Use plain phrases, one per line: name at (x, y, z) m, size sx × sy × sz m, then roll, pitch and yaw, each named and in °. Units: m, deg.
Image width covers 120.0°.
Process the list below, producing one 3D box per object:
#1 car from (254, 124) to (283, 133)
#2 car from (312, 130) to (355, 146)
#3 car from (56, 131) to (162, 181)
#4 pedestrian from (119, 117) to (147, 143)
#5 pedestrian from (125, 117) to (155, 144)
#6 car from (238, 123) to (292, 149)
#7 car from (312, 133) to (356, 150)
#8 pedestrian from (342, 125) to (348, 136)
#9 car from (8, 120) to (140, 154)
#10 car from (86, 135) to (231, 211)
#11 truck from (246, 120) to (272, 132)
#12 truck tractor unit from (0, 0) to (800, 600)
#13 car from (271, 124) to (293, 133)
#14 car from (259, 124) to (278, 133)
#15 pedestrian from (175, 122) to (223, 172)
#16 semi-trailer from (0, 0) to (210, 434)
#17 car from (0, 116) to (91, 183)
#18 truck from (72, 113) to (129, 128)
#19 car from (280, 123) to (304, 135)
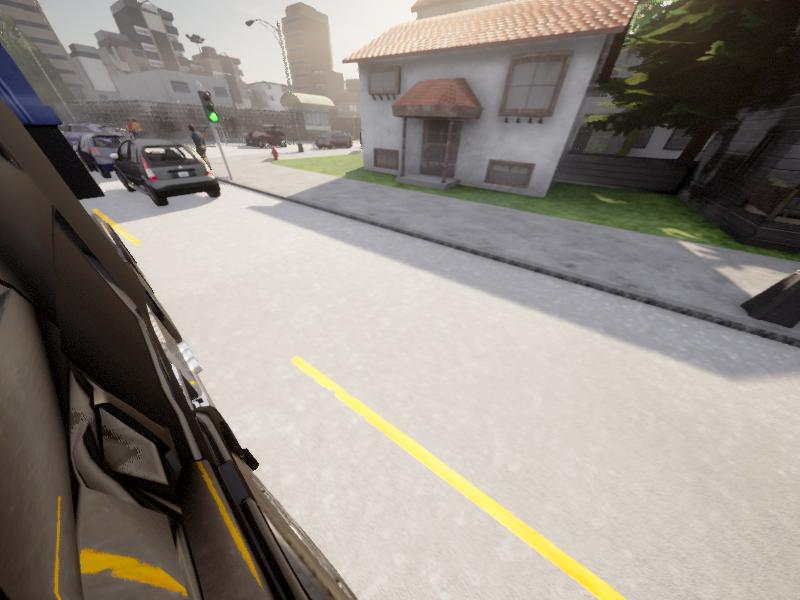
car at (-30.333, -39.568, 53.279) m, size 2.033 × 1.415 × 5.357 m, roll 24°, pitch 42°, yaw 26°
car at (-8.250, -20.383, 29.055) m, size 2.128 × 1.511 × 4.902 m, roll 24°, pitch 42°, yaw 26°
car at (-12.879, -6.510, 10.274) m, size 3.633 × 1.501 × 1.845 m, roll 24°, pitch 42°, yaw 26°
pedestrian at (-23.881, -15.178, 20.668) m, size 0.751 × 1.860 × 0.751 m, roll 21°, pitch 41°, yaw 23°
pedestrian at (-22.591, -14.724, 20.139) m, size 0.751 × 1.860 × 0.751 m, roll 9°, pitch 37°, yaw 9°
car at (-13.251, -16.288, 22.985) m, size 1.905 × 1.878 × 3.866 m, roll 24°, pitch 41°, yaw 26°
car at (-7.003, -17.101, 24.874) m, size 1.994 × 1.385 × 4.181 m, roll 23°, pitch 41°, yaw 25°
pedestrian at (-11.579, -35.596, 48.628) m, size 0.751 × 1.860 × 0.751 m, roll 25°, pitch 42°, yaw 27°
car at (-22.197, -11.337, 16.070) m, size 4.856 × 1.649 × 2.033 m, roll -6°, pitch 40°, yaw -11°
car at (-7.919, -4.361, 7.640) m, size 3.988 × 1.617 × 1.851 m, roll 24°, pitch 42°, yaw 26°
truck at (-33.494, -41.333, 54.923) m, size 2.069 × 2.038 × 4.478 m, roll 24°, pitch 42°, yaw 26°
truck tractor unit at (-2.645, -0.295, 0.351) m, size 6.516 × 4.208 × 3.053 m, roll 28°, pitch 44°, yaw 30°
car at (-26.240, -38.118, 51.487) m, size 1.845 × 1.501 × 3.633 m, roll 24°, pitch 42°, yaw 26°
car at (-30.234, -39.467, 53.030) m, size 3.705 × 1.547 × 1.789 m, roll 24°, pitch 42°, yaw 26°
pedestrian at (-9.244, -7.058, 10.733) m, size 0.751 × 1.860 × 0.751 m, roll 5°, pitch 37°, yaw 3°
semi-trailer at (-9.204, -3.200, 3.659) m, size 14.254 × 4.402 × 2.717 m, roll 22°, pitch 42°, yaw 24°
car at (-15.349, -6.369, 9.694) m, size 4.605 × 1.855 × 1.932 m, roll 29°, pitch 38°, yaw 28°
truck at (-58.277, -35.038, 45.118) m, size 2.390 × 2.098 × 6.274 m, roll 24°, pitch 42°, yaw 26°
car at (-22.539, -35.953, 48.538) m, size 1.905 × 1.878 × 3.866 m, roll 24°, pitch 42°, yaw 26°
